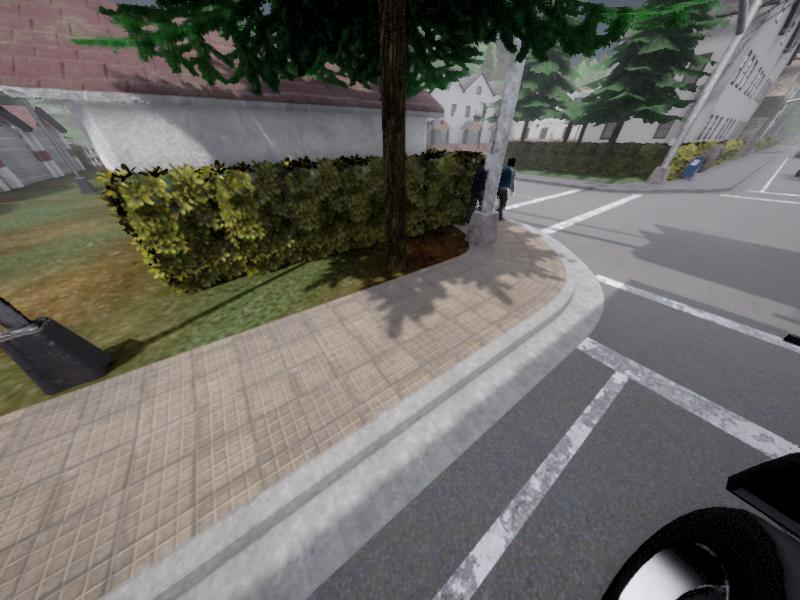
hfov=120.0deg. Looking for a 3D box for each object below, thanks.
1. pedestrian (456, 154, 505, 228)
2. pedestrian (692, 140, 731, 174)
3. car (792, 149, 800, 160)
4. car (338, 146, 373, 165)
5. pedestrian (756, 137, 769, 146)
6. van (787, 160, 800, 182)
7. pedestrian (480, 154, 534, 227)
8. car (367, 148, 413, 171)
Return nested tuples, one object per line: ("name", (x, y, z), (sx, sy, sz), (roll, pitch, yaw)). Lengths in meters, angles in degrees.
("pedestrian", (2.331, -3.231, 6.895), (0.751, 1.860, 0.751), (-22, 41, -28))
("pedestrian", (20.450, -9.410, 15.202), (0.751, 1.860, 0.751), (-27, 43, -32))
("car", (47.287, -16.840, 26.289), (4.181, 1.385, 1.994), (-26, 43, -32))
("car", (-5.271, -17.081, 27.195), (1.882, 1.535, 5.008), (-22, 41, -28))
("pedestrian", (86.001, -37.608, 54.792), (0.751, 1.860, 0.751), (-11, 37, -15))
("van", (25.620, -8.148, 13.523), (4.480, 2.038, 2.069), (-26, 42, -31))
("pedestrian", (3.158, -3.287, 6.968), (0.751, 1.860, 0.751), (-14, 38, -19))
("car", (-1.056, -13.605, 22.230), (1.882, 1.535, 5.008), (-22, 41, -28))
